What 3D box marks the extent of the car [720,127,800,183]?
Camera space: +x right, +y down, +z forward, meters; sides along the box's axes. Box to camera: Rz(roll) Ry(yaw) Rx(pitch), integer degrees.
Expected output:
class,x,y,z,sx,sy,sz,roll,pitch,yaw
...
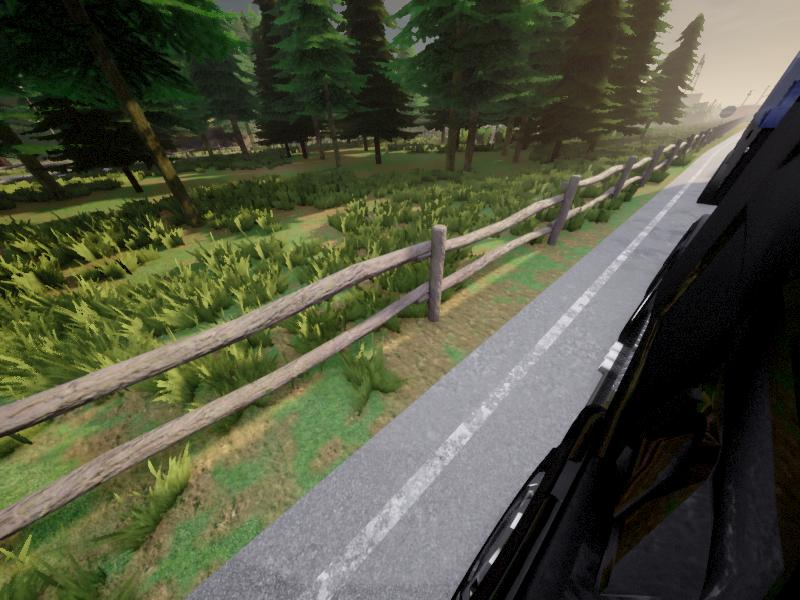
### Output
class,x,y,z,sx,sy,sz,roll,pitch,yaw
car,15.976,-6.292,9.799,4.902,1.511,2.128,-28,44,-30

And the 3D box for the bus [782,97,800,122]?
class,x,y,z,sx,sy,sz,roll,pitch,yaw
bus,85.880,-40.417,48.696,10.273,4.253,3.944,-27,43,-29

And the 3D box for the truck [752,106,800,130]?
class,x,y,z,sx,sy,sz,roll,pitch,yaw
truck,51.715,-24.992,31.714,5.204,2.467,2.627,-27,43,-29

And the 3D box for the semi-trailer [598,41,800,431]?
class,x,y,z,sx,sy,sz,roll,pitch,yaw
semi-trailer,8.688,-3.614,4.236,14.254,4.402,2.717,-28,44,-30

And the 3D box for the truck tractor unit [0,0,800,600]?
class,x,y,z,sx,sy,sz,roll,pitch,yaw
truck tractor unit,2.645,-0.295,0.351,6.516,4.208,3.053,-28,44,-30
